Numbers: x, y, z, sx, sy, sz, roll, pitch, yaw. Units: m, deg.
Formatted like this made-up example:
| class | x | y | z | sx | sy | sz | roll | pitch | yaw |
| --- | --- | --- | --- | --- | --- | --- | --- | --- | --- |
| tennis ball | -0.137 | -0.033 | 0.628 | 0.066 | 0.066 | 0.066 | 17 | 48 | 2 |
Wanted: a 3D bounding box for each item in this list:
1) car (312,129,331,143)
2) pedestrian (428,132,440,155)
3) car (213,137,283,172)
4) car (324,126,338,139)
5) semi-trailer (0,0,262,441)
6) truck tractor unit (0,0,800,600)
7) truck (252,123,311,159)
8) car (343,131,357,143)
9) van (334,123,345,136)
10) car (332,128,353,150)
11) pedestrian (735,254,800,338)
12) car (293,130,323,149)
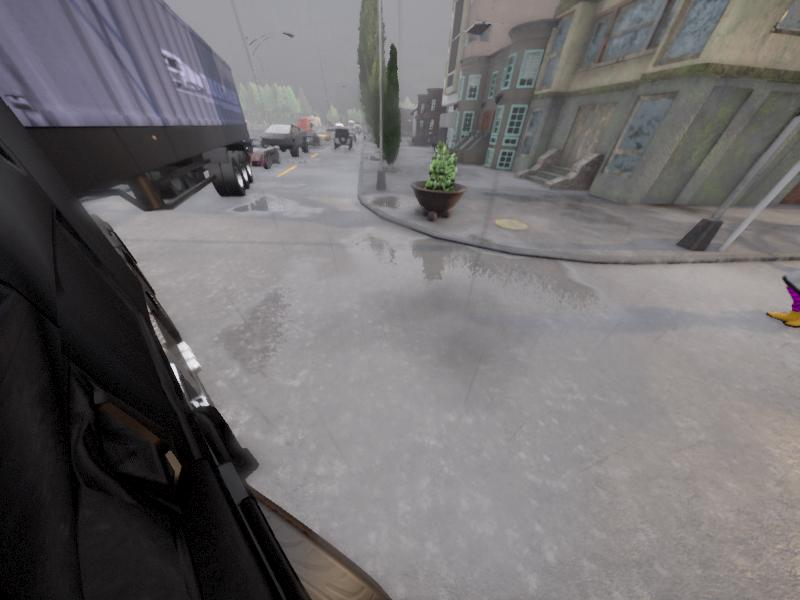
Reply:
| class | x | y | z | sx | sy | sz | roll | pitch | yaw |
| --- | --- | --- | --- | --- | --- | --- | --- | --- | --- |
| car | -11.900 | -25.207 | 35.435 | 1.801 | 1.575 | 5.366 | -2 | 37 | -7 |
| pedestrian | 3.433 | -15.804 | 23.353 | 0.751 | 1.860 | 0.751 | -4 | 37 | -9 |
| car | -8.620 | -8.672 | 13.637 | 1.994 | 1.385 | 4.181 | -4 | 37 | -9 |
| car | -13.367 | -32.479 | 44.868 | 1.932 | 1.855 | 4.605 | -2 | 36 | -7 |
| semi-trailer | -6.239 | -4.571 | 5.693 | 2.717 | 4.402 | 14.254 | -11 | 39 | -18 |
| truck tractor unit | -2.645 | -0.295 | 0.351 | 6.516 | 4.208 | 3.053 | 28 | 44 | 30 |
| truck | -9.394 | -13.270 | 19.124 | 2.390 | 2.098 | 6.274 | -2 | 37 | -7 |
| car | -8.284 | -27.040 | 38.215 | 1.970 | 1.475 | 3.806 | -3 | 37 | -7 |
| van | -15.779 | -44.536 | 60.318 | 1.988 | 2.561 | 5.915 | -2 | 37 | -7 |
| car | -6.472 | -18.429 | 26.415 | 1.905 | 1.878 | 3.866 | -2 | 37 | -7 |
| pedestrian | 5.928 | -0.423 | 2.999 | 0.751 | 1.860 | 0.751 | -9 | 38 | -15 |
| car | -10.596 | -18.828 | 27.008 | 2.128 | 1.511 | 4.902 | -2 | 37 | -7 |
